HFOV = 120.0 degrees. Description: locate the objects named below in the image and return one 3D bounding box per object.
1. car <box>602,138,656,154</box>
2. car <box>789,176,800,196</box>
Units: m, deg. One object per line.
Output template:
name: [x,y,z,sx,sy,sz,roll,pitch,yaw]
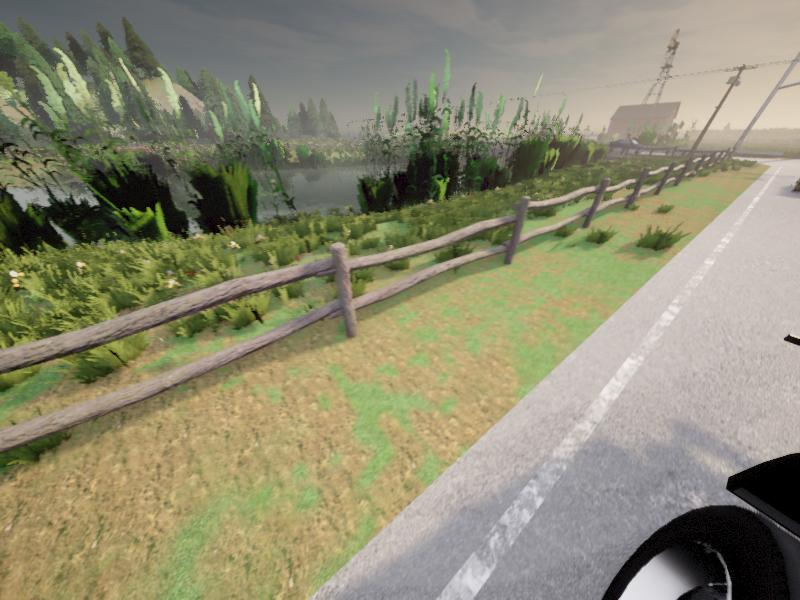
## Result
car: [30.387,-20.602,30.863,1.812,1.442,4.674,-20,42,-26]
car: [19.951,-5.572,10.390,4.181,1.385,1.994,-22,41,-28]
